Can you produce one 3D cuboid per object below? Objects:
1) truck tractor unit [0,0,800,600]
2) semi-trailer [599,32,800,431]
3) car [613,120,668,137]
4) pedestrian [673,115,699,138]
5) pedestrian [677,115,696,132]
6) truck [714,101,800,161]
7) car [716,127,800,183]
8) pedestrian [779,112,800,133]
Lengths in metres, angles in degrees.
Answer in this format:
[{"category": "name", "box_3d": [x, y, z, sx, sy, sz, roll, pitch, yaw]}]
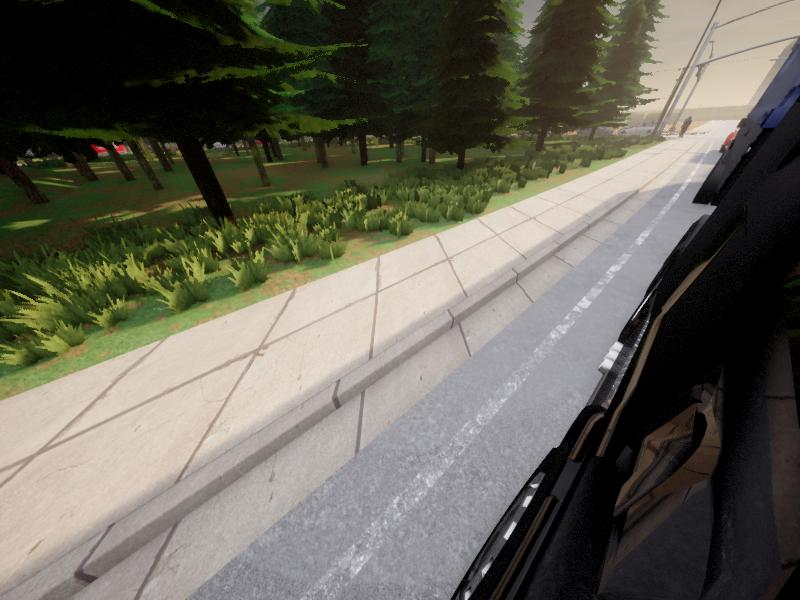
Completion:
[{"category": "truck tractor unit", "box_3d": [2.645, -0.295, 0.351, 6.516, 4.208, 3.053, -28, 44, -30]}, {"category": "semi-trailer", "box_3d": [8.644, -3.642, 4.279, 14.254, 4.402, 2.717, -29, 44, -30]}, {"category": "car", "box_3d": [32.329, -23.125, 31.181, 2.242, 1.667, 4.611, -28, 44, -30]}, {"category": "pedestrian", "box_3d": [29.304, -17.745, 23.709, 0.751, 1.860, 0.751, 18, 41, 25]}, {"category": "pedestrian", "box_3d": [40.185, -24.766, 32.394, 0.751, 1.860, 0.751, 17, 41, 24]}, {"category": "truck", "box_3d": [21.375, -9.911, 13.487, 5.204, 2.467, 2.627, -30, 44, -31]}, {"category": "car", "box_3d": [15.882, -6.350, 9.893, 4.902, 1.511, 2.128, -29, 44, -30]}, {"category": "pedestrian", "box_3d": [43.842, -19.804, 25.784, 0.751, 1.860, 0.751, -24, 42, -26]}]
